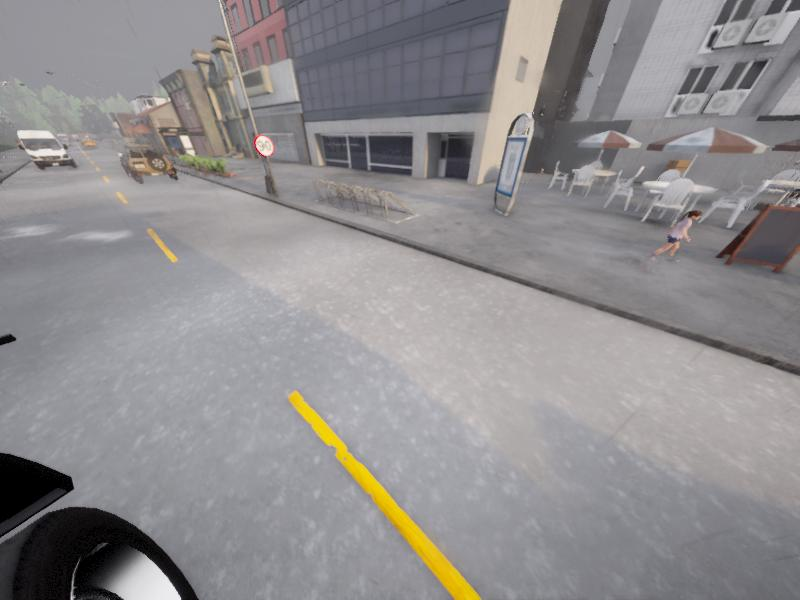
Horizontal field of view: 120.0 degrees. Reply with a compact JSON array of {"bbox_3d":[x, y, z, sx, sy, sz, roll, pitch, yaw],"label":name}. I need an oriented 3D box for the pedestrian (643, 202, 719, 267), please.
[{"bbox_3d":[5.620,-1.332,4.705,0.500,1.100,0.500,25,42,31],"label":"pedestrian"}]

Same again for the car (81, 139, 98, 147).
[{"bbox_3d":[-74.490,-37.631,55.359,5.008,1.535,1.882,26,43,32],"label":"car"}]

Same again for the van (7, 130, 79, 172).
[{"bbox_3d":[-28.896,-12.318,18.942,5.915,2.561,1.988,26,43,32],"label":"van"}]

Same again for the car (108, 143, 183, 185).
[{"bbox_3d":[-15.707,-8.508,14.240,4.605,1.855,1.932,27,43,32],"label":"car"}]
